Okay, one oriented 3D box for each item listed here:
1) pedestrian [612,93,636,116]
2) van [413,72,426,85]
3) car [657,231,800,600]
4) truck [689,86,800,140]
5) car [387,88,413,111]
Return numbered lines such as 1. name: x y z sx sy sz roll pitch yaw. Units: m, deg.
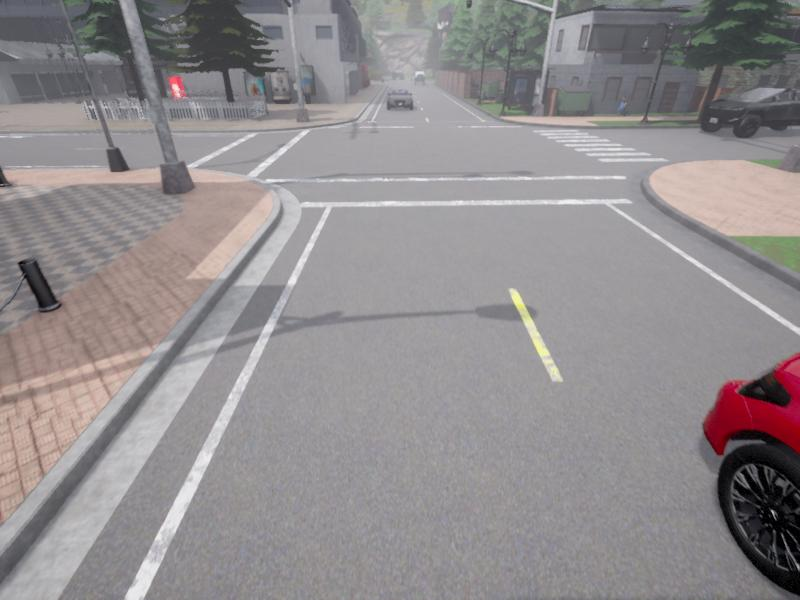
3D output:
1. pedestrian: 14.448 -12.623 25.833 0.751 1.300 0.751 -10 32 -17
2. van: 3.509 -39.446 71.220 2.069 2.038 4.480 0 30 0
3. car: 3.502 1.819 0.855 2.150 2.045 5.566 0 30 0
4. truck: 18.338 -9.267 19.670 6.274 2.098 2.390 -4 31 -7
5. car: 0.006 -16.083 32.048 1.994 1.385 4.181 0 30 0
